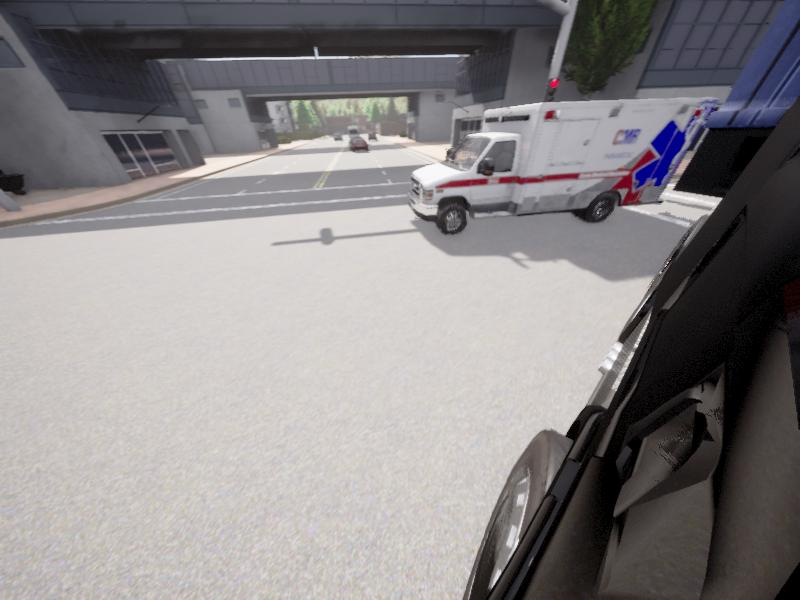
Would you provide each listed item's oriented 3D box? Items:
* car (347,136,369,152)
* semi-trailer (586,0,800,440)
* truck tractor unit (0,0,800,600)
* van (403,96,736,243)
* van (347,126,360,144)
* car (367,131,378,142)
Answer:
[{"bbox_3d":[-5.131,-19.005,28.108,1.994,1.385,4.181,-11,38,-10],"label":"car"},{"bbox_3d":[9.781,-2.484,2.654,14.254,4.402,2.717,-13,38,-13],"label":"semi-trailer"},{"bbox_3d":[2.645,-0.295,0.351,6.516,4.208,3.053,-28,44,-30],"label":"truck tractor unit"},{"bbox_3d":[3.440,-3.400,5.927,6.366,2.431,2.351,-7,37,-6],"label":"van"},{"bbox_3d":[-8.996,-32.173,44.896,1.988,2.561,5.915,-7,37,-6],"label":"van"},{"bbox_3d":[-5.576,-32.648,46.094,1.851,1.617,3.988,-6,37,-4],"label":"car"}]
